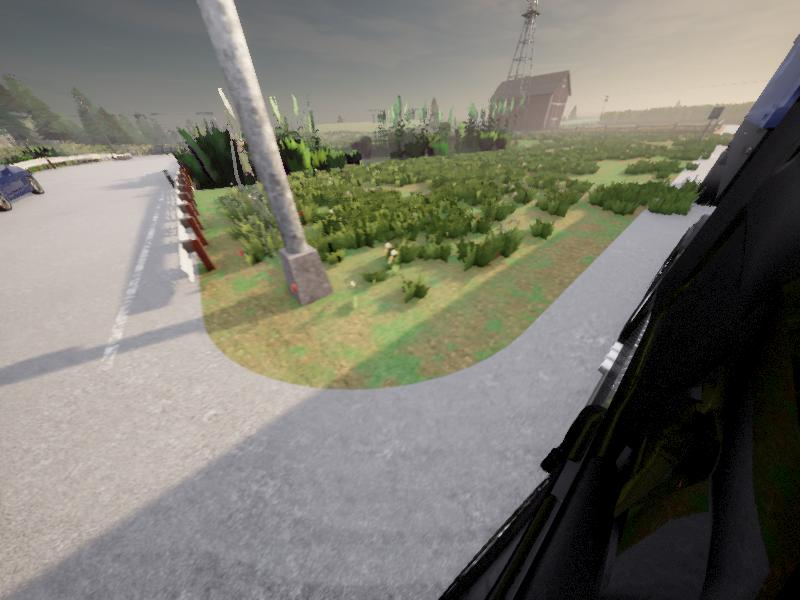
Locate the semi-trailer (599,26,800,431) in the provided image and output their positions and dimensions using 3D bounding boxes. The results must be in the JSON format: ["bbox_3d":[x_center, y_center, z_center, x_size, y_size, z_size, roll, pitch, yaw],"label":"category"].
[{"bbox_3d":[8.622,-3.650,4.311,14.254,4.402,2.717,-29,44,-31],"label":"semi-trailer"}]

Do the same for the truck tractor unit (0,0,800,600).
[{"bbox_3d":[2.645,-0.295,0.351,6.516,4.208,3.053,-28,44,-30],"label":"truck tractor unit"}]

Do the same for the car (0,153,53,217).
[{"bbox_3d":[-15.766,-4.275,8.554,1.812,1.442,4.674,-25,45,-27],"label":"car"}]

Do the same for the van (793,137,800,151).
[{"bbox_3d":[28.452,-11.121,15.121,4.442,1.987,1.775,-29,44,-31],"label":"van"}]

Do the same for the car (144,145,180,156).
[{"bbox_3d":[-41.402,-26.087,40.213,4.181,1.385,1.994,5,37,11],"label":"car"}]
